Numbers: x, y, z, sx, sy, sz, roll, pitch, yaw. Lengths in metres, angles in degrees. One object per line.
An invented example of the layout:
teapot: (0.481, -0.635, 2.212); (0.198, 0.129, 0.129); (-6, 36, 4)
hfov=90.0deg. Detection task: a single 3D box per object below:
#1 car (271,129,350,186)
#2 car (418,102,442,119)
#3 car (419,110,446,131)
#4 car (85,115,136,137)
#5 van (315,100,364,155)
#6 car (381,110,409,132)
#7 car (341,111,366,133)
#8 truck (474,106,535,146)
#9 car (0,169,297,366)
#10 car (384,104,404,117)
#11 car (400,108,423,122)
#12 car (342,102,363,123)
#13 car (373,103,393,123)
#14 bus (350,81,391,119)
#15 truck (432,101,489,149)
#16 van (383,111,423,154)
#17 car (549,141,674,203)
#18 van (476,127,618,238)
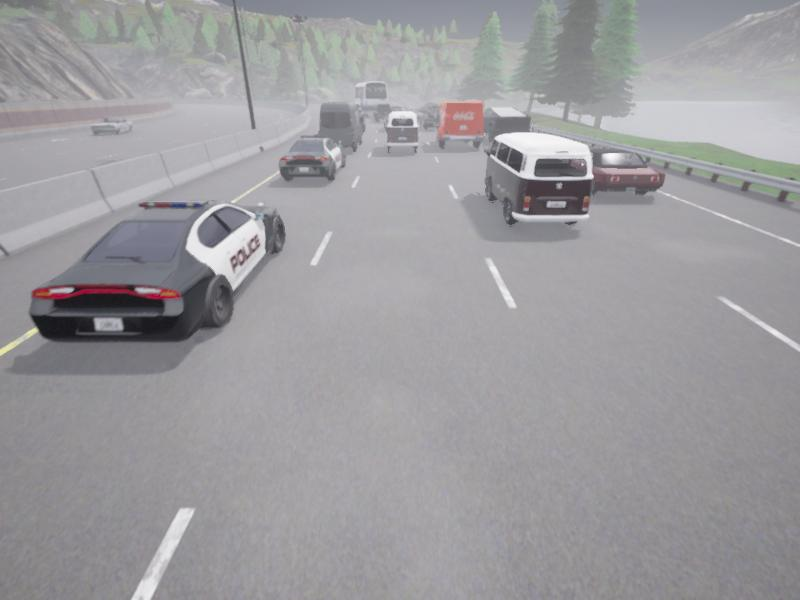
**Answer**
car: (-3.420, -5.962, 16.389); (2.038, 1.542, 4.974); (0, 28, 0)
car: (3.859, -24.937, 52.533); (1.932, 1.855, 4.605); (-5, 28, -10)
car: (2.872, -16.442, 36.607); (1.816, 1.474, 4.193); (-2, 28, -4)
car: (-23.552, -14.287, 32.780); (1.895, 1.301, 4.718); (-7, 28, -14)
van: (-3.423, -10.465, 23.971); (1.988, 2.561, 5.915); (0, 28, 0)
car: (-0.538, -16.027, 35.785); (2.128, 1.511, 4.902); (-2, 27, -4)
car: (-3.996, -15.726, 35.206); (2.007, 1.525, 4.514); (-2, 28, -4)
truck: (6.977, -12.167, 27.674); (2.390, 2.098, 6.274); (-1, 27, -1)
car: (-3.465, -1.011, 6.851); (2.038, 1.542, 4.974); (0, 27, 0)
car: (-0.942, -27.380, 57.646); (2.007, 1.525, 4.514); (-6, 28, -12)
car: (1.306, -22.161, 47.830); (1.895, 1.301, 4.718); (-4, 28, -8)
car: (-5.591, -21.993, 46.722); (2.150, 2.045, 5.566); (-4, 28, -8)
car: (-1.974, -21.590, 46.099); (1.905, 1.878, 3.866); (-4, 28, -8)
bus: (-4.296, -27.975, 55.850); (3.944, 4.253, 10.273); (-6, 28, -12)
truck: (3.553, -10.934, 24.861); (2.627, 2.467, 5.204); (0, 26, -1)
van: (0.096, -9.758, 23.109); (2.069, 2.038, 4.480); (-1, 26, -1)
car: (7.069, -4.653, 14.070); (1.895, 1.301, 4.718); (0, 27, 0)
van: (3.554, -3.395, 10.859); (2.069, 2.038, 4.480); (0, 28, 0)
